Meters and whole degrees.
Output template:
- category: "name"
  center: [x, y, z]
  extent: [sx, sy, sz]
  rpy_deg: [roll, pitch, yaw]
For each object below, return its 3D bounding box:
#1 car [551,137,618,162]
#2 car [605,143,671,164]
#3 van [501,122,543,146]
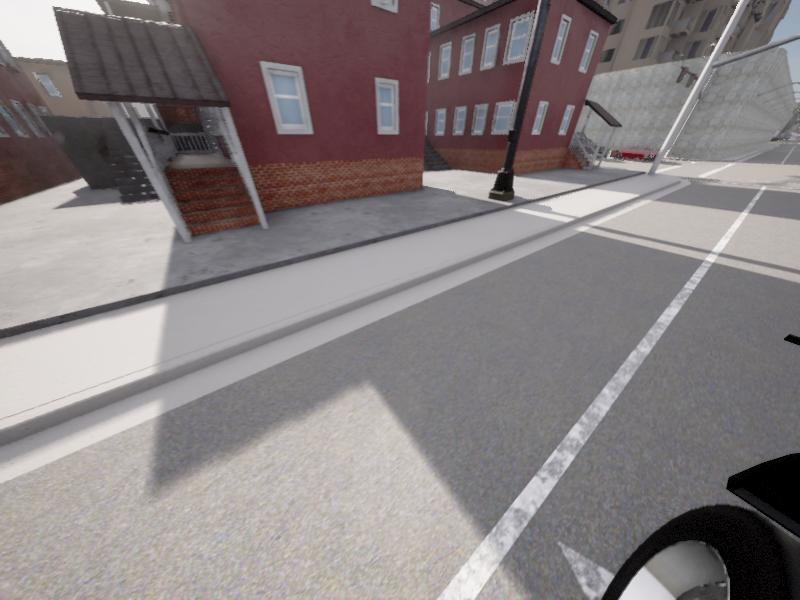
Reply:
- category: "car"
  center: [19.197, -15.949, 24.313]
  extent: [2.033, 1.649, 4.856]
  rpy_deg: [-22, 45, -28]
- category: "car"
  center: [24.145, -15.033, 23.636]
  extent: [1.994, 1.385, 4.181]
  rpy_deg: [-21, 43, -27]
- category: "van"
  center: [16.582, -22.669, 31.584]
  extent: [1.775, 1.987, 4.442]
  rpy_deg: [-23, 50, -28]
